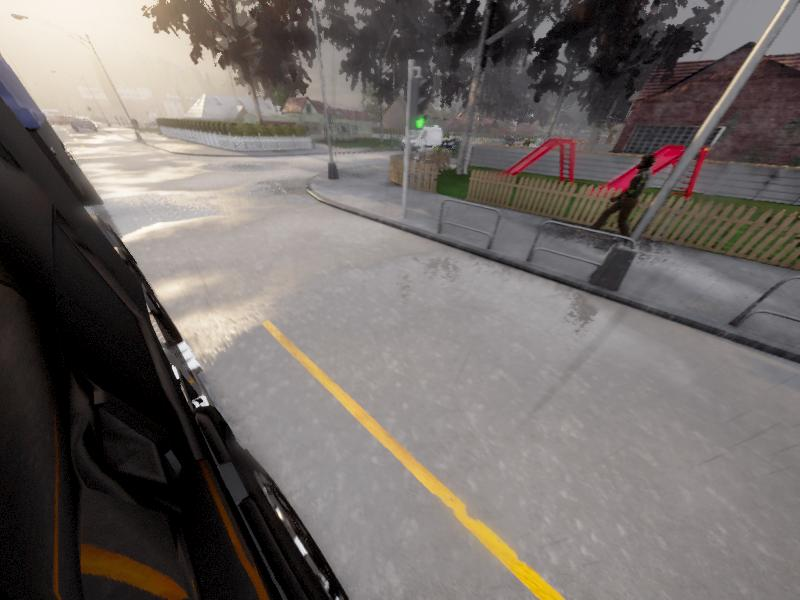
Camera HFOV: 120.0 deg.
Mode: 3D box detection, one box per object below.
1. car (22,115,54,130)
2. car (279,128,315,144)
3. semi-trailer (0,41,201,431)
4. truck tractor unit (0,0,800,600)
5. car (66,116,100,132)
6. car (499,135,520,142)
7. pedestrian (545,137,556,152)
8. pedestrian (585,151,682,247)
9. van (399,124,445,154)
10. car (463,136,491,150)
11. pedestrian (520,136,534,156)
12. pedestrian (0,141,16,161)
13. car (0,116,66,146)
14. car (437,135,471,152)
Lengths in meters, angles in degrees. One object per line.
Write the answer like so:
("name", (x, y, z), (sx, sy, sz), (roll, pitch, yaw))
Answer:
("car", (-53.107, -26.121, 33.959), (4.514, 1.525, 2.007), (28, 44, 30))
("car", (-12.612, -20.085, 28.222), (4.181, 1.381, 1.994), (28, 43, 30))
("semi-trailer", (-8.698, -3.602, 4.233), (14.254, 4.402, 2.717), (28, 44, 30))
("truck tractor unit", (-2.645, -0.295, 0.351), (6.516, 4.208, 3.053), (28, 44, 30))
("car", (-45.907, -25.425, 33.420), (5.027, 1.651, 2.152), (28, 43, 30))
("car", (35.414, -52.369, 74.791), (5.357, 1.415, 2.033), (28, 43, 30))
("pedestrian", (23.200, -23.963, 35.611), (0.751, 1.860, 0.751), (20, 40, 22))
("pedestrian", (5.279, -2.325, 5.371), (0.751, 1.860, 0.751), (29, 44, 30))
("van", (2.565, -18.507, 26.575), (1.988, 2.561, 5.915), (28, 43, 30))
("car", (12.076, -24.616, 36.202), (1.801, 1.575, 5.366), (28, 43, 30))
("pedestrian", (14.935, -18.147, 27.254), (0.751, 1.860, 0.751), (28, 43, 29))
("pedestrian", (-20.828, -8.051, 11.507), (0.751, 1.860, 0.751), (13, 38, 14))
("car", (-29.615, -13.621, 18.605), (4.611, 1.667, 2.242), (26, 42, 27))
("car", (7.470, -21.492, 31.666), (2.152, 1.651, 5.027), (28, 44, 30))
